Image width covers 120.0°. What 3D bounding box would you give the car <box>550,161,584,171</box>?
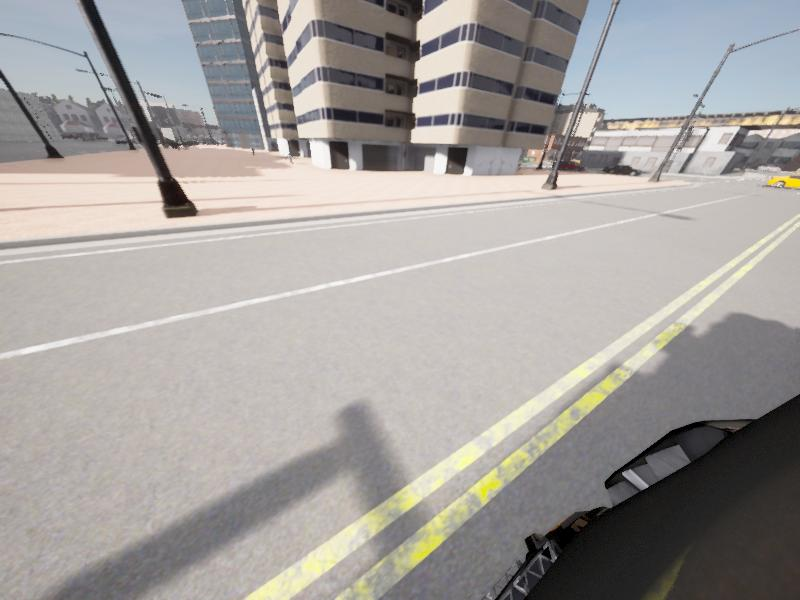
[{"bbox_3d":[32.595,-26.263,45.250,2.163,1.488,4.792,-17,37,-27],"label":"car"}]

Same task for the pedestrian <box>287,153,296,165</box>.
[{"bbox_3d":[-12.465,-16.140,26.476,0.500,1.100,0.500,9,34,9],"label":"pedestrian"}]

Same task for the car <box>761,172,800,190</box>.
[{"bbox_3d":[46.286,-13.489,26.453,1.882,1.535,5.008,-16,38,-26],"label":"car"}]

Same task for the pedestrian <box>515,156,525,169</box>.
[{"bbox_3d":[20.623,-23.539,39.615,0.751,1.860,0.751,-17,38,-27],"label":"pedestrian"}]

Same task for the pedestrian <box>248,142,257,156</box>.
[{"bbox_3d":[-23.743,-24.272,37.190,0.751,1.860,0.751,-21,40,-31],"label":"pedestrian"}]

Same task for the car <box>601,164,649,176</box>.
[{"bbox_3d":[37.421,-21.779,38.627,2.033,1.411,5.357,-17,37,-27],"label":"car"}]

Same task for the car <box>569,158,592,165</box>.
[{"bbox_3d":[54.658,-42.056,70.029,2.152,1.636,5.027,-17,38,-27],"label":"car"}]

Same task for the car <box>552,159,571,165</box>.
[{"bbox_3d":[47.160,-40.203,67.345,1.970,1.475,3.806,-17,37,-27],"label":"car"}]

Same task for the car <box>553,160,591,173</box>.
[{"bbox_3d":[30.982,-24.166,41.734,2.033,1.649,4.856,-17,37,-27],"label":"car"}]

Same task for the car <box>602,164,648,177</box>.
[{"bbox_3d":[35.096,-20.286,36.124,1.812,1.442,4.674,-17,37,-27],"label":"car"}]
